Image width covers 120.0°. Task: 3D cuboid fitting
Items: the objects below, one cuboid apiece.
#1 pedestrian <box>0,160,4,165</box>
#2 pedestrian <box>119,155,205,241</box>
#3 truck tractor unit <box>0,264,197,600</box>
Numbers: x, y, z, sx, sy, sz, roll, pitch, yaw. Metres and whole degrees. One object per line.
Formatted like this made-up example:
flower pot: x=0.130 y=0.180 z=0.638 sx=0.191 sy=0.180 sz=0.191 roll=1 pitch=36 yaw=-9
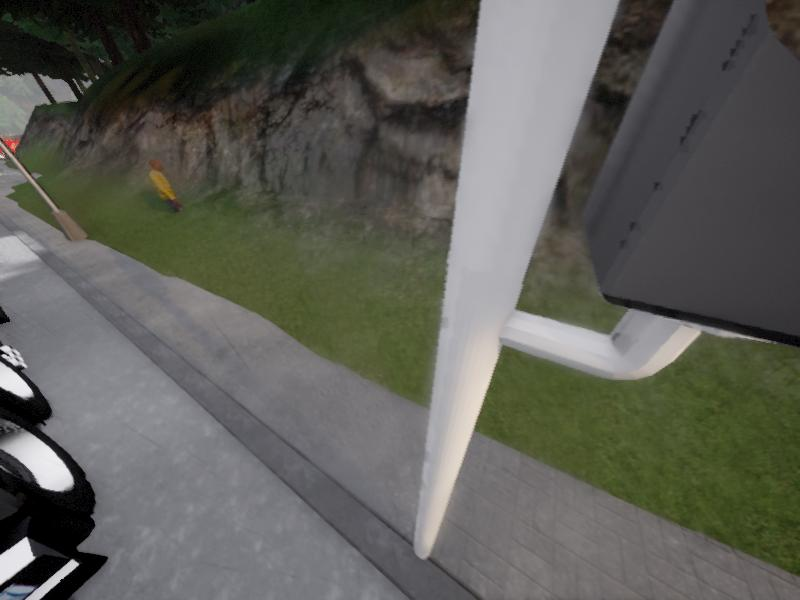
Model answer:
pedestrian: x=-44.912 y=-15.832 z=25.282 sx=0.751 sy=1.860 sz=0.751 roll=18 pitch=39 yaw=25
pedestrian: x=-5.949 y=-2.606 z=5.947 sx=0.751 sy=1.860 sz=0.751 roll=-20 pitch=39 yaw=-25
truck tractor unit: x=-5.112 y=-0.300 z=0.782 sx=6.516 sy=4.208 sz=3.053 roll=18 pitch=39 yaw=24
